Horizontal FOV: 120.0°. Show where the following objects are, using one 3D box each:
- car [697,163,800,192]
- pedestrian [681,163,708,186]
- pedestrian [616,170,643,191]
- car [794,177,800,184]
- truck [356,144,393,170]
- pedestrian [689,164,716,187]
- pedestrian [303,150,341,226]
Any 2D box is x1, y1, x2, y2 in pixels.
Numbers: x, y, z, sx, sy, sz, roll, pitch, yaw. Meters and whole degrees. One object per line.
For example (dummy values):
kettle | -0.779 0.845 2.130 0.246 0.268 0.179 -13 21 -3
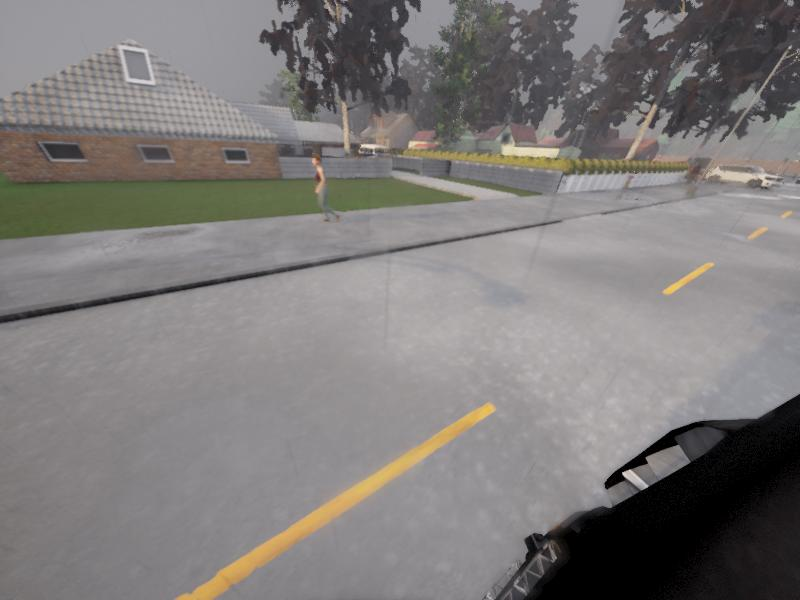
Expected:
car | 37.064 -13.361 24.964 2.150 2.045 5.566 -2 35 -9
pedestrian | 29.089 -12.386 22.835 0.751 1.860 0.751 -13 37 -22
pedestrian | 16.960 -8.835 17.107 0.751 1.300 0.751 -15 37 -25
car | 60.789 -18.064 33.973 4.605 1.855 1.932 -16 38 -26
truck | -2.721 -14.806 23.854 2.069 2.038 4.478 -16 38 -26
pedestrian | 29.148 -12.008 22.269 0.751 1.860 0.751 -23 41 -33
pedestrian | -2.246 -3.216 6.712 0.751 1.860 0.751 -10 36 -18
